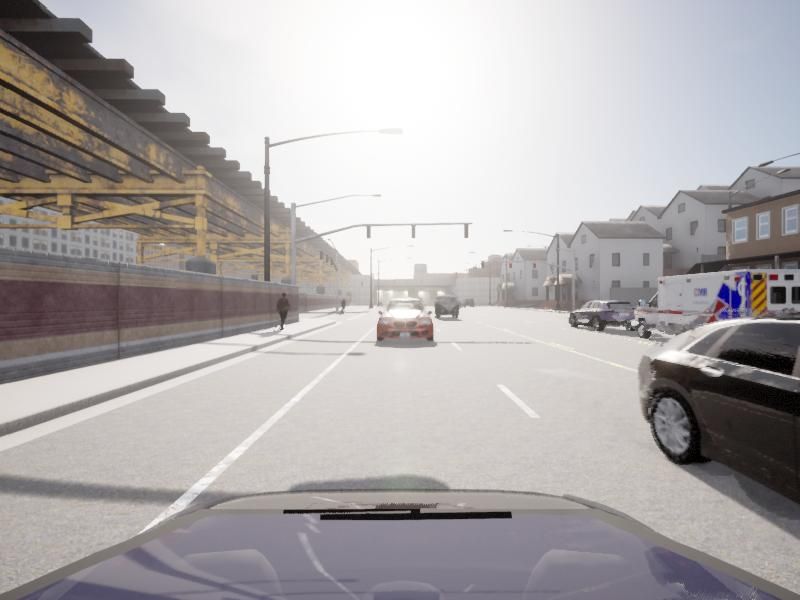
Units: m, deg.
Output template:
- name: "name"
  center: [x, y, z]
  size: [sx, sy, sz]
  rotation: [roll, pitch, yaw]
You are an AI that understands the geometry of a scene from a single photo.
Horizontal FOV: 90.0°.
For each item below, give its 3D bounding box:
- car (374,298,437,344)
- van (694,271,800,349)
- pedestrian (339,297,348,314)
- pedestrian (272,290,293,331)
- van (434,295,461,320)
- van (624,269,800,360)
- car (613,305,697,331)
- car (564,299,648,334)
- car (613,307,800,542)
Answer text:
- name: "car"
  center: [0.215, 0.756, 16.616]
  size: [2.242, 1.667, 4.611]
  rotation: [0, 0, 1]
- name: "van"
  center: [14.186, 0.322, 15.030]
  size: [1.988, 2.561, 5.915]
  rotation: [0, 0, 1]
- name: "pedestrian"
  center: [-6.355, 0.637, 45.052]
  size: [0.751, 1.860, 0.751]
  rotation: [0, 0, 6]
- name: "pedestrian"
  center: [-5.436, 0.485, 18.585]
  size: [0.751, 1.860, 0.751]
  rotation: [0, 0, 0]
- name: "van"
  center: [3.922, 0.599, 33.686]
  size: [1.775, 1.987, 4.442]
  rotation: [0, 0, 1]
- name: "van"
  center: [10.684, 0.378, 13.842]
  size: [2.351, 2.431, 6.366]
  rotation: [0, 0, 1]
- name: "car"
  center: [14.186, 0.944, 22.643]
  size: [1.895, 1.301, 4.718]
  rotation: [0, 0, 2]
- name: "car"
  center: [10.773, 0.778, 21.404]
  size: [2.033, 1.649, 4.856]
  rotation: [0, 0, 1]
- name: "car"
  center: [3.544, 0.844, 2.524]
  size: [1.837, 1.490, 4.892]
  rotation: [0, 0, 1]
